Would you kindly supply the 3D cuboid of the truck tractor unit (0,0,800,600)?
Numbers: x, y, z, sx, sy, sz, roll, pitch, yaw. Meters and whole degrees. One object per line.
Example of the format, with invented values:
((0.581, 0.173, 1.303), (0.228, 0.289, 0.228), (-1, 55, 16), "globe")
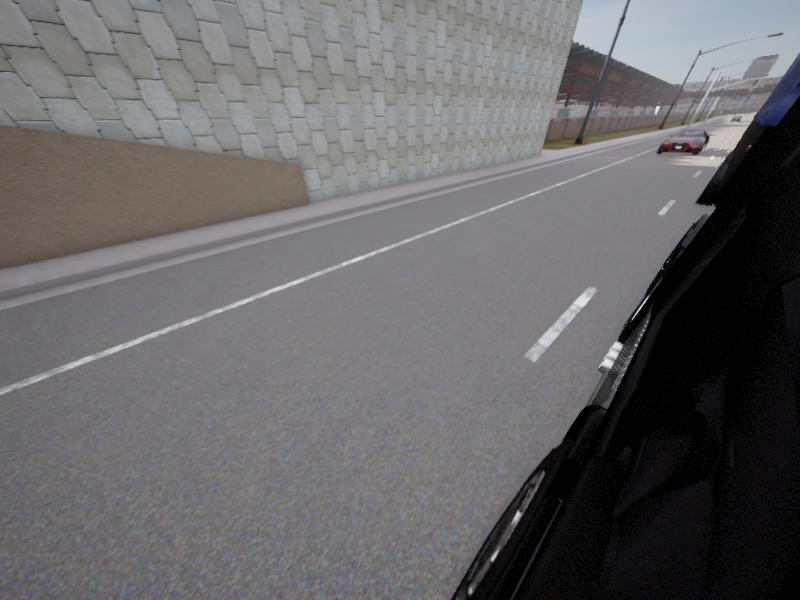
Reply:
((2.645, -0.295, 0.351), (6.516, 4.208, 3.053), (-28, 44, -30), "truck tractor unit")

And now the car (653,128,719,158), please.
((19.520, -10.794, 15.779), (4.181, 1.385, 1.994), (-27, 44, -29), "car")

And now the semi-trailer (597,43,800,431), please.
((8.701, -3.590, 4.245), (14.254, 4.402, 2.717), (-28, 44, -30), "semi-trailer")
